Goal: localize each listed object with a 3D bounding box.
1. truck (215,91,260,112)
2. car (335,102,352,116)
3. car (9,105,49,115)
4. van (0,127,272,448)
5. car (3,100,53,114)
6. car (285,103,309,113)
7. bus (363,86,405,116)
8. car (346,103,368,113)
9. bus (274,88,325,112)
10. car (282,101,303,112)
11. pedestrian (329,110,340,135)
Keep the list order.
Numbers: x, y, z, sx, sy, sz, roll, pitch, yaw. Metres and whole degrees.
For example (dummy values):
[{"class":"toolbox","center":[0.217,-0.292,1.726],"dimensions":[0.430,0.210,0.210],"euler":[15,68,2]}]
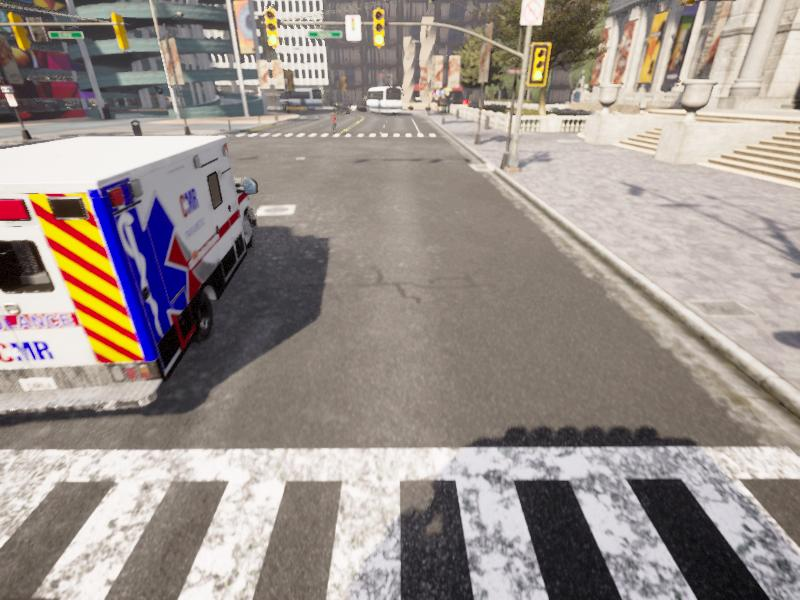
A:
[{"class":"truck","center":[-34.132,-41.967,84.348],"dimensions":[8.468,3.827,2.891],"euler":[10,29,19]},{"class":"car","center":[-9.647,-32.505,68.012],"dimensions":[1.905,1.878,3.866],"euler":[-9,29,-18]},{"class":"car","center":[-62.301,-31.993,67.254],"dimensions":[4.514,1.523,2.007],"euler":[0,27,0]},{"class":"van","center":[-3.879,-1.112,6.156],"dimensions":[2.351,2.431,6.366],"euler":[-3,27,-6]},{"class":"car","center":[-62.243,-32.342,67.075],"dimensions":[5.566,2.045,2.435],"euler":[0,27,0]},{"class":"car","center":[-19.710,-36.765,76.710],"dimensions":[1.801,1.575,5.366],"euler":[-23,35,-37]},{"class":"bus","center":[-2.953,-34.453,69.224],"dimensions":[3.944,4.253,10.273],"euler":[-10,29,-19]},{"class":"car","center":[-8.663,-38.202,79.466],"dimensions":[2.038,1.542,4.974],"euler":[-18,32,-31]},{"class":"bus","center":[-21.504,-42.785,85.480],"dimensions":[10.273,4.253,3.944],"euler":[16,31,28]},{"class":"car","center":[-22.311,-40.097,82.854],"dimensions":[3.866,1.878,1.905],"euler":[18,32,32]},{"class":"pedestrian","center":[-5.468,-14.820,33.481],"dimensions":[0.751,1.860,0.751],"euler":[-1,27,-2]}]
